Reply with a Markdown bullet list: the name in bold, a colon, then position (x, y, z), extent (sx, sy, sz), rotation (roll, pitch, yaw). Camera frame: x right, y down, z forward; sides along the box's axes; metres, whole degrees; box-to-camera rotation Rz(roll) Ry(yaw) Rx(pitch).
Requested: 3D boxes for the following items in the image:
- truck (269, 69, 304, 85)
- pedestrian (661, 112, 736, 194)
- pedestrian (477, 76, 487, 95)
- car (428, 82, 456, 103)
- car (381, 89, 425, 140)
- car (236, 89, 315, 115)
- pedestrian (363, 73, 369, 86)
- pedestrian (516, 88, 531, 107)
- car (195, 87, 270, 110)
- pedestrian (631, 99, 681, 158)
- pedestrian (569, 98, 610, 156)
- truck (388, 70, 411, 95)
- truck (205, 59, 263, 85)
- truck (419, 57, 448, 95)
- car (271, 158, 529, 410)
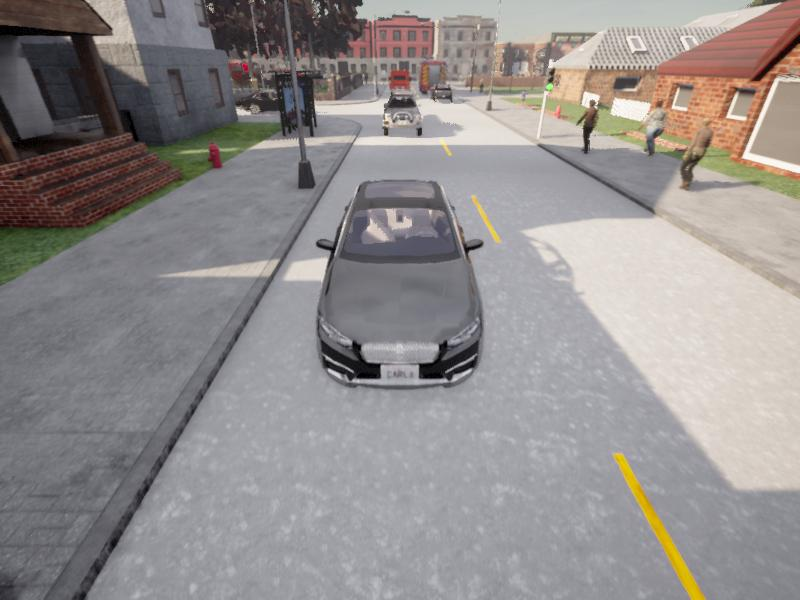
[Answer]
- **truck**: position (-19.912, -39.482, 70.722), extent (5.204, 2.467, 2.627), rotation (0, 30, -1)
- **pedestrian**: position (7.601, -3.765, 10.281), extent (0.751, 1.860, 0.751), rotation (-1, 30, -2)
- **pedestrian**: position (9.143, -24.009, 44.738), extent (0.751, 1.860, 0.751), rotation (-4, 31, -7)
- **car**: position (3.986, -20.062, 38.617), extent (2.128, 1.511, 4.902), rotation (0, 30, 0)
- **car**: position (0.132, -9.493, 20.260), extent (1.932, 1.855, 4.605), rotation (0, 31, 0)
- **car**: position (-8.755, -14.120, 28.520), extent (4.892, 1.490, 1.837), rotation (-1, 30, -1)
- **pedestrian**: position (-5.282, -34.461, 62.528), extent (0.751, 1.860, 0.751), rotation (0, 30, 0)
- **pedestrian**: position (9.904, -16.241, 32.069), extent (0.751, 1.300, 0.751), rotation (-2, 30, -3)
- **car**: position (-13.241, -16.112, 31.891), extent (4.902, 1.511, 2.128), rotation (0, 30, 0)
- **pedestrian**: position (9.082, -6.112, 14.275), extent (0.751, 1.860, 0.751), rotation (0, 30, 0)
- **pedestrian**: position (6.893, -6.327, 14.641), extent (0.751, 1.860, 0.751), rotation (-1, 30, -2)
- **truck**: position (-0.023, -26.438, 48.522), extent (2.627, 2.467, 5.204), rotation (0, 30, 0)
- **truck**: position (-29.073, -40.065, 70.376), extent (8.468, 3.827, 2.891), rotation (0, 30, 0)
- **truck**: position (3.987, -28.122, 50.053), extent (2.891, 3.827, 8.468), rotation (0, 30, 0)
- **car**: position (-0.002, -0.777, 5.791), extent (2.128, 1.511, 4.902), rotation (0, 30, 0)
